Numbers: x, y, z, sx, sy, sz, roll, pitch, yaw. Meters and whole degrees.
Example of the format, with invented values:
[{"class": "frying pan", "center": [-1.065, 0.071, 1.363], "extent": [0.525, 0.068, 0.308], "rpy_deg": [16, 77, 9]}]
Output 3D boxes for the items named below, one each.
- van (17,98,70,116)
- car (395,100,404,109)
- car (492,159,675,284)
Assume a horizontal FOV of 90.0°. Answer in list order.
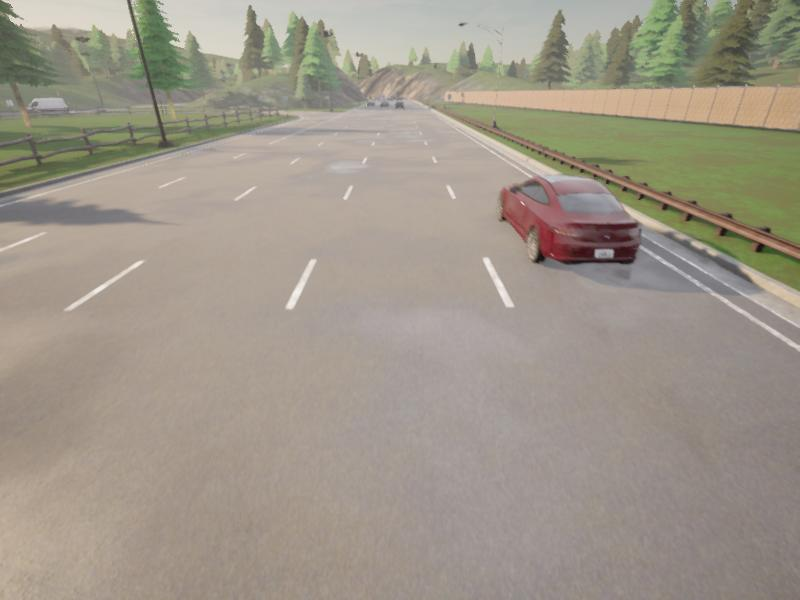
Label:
[{"class": "van", "center": [-58.714, -31.910, 66.072], "extent": [5.915, 2.561, 1.988], "rpy_deg": [-20, 33, -33]}, {"class": "car", "center": [-0.104, -41.526, 84.992], "extent": [1.837, 1.490, 4.892], "rpy_deg": [0, 27, 0]}, {"class": "car", "center": [3.490, -2.004, 8.809], "extent": [1.812, 1.442, 4.674], "rpy_deg": [0, 27, 0]}]
